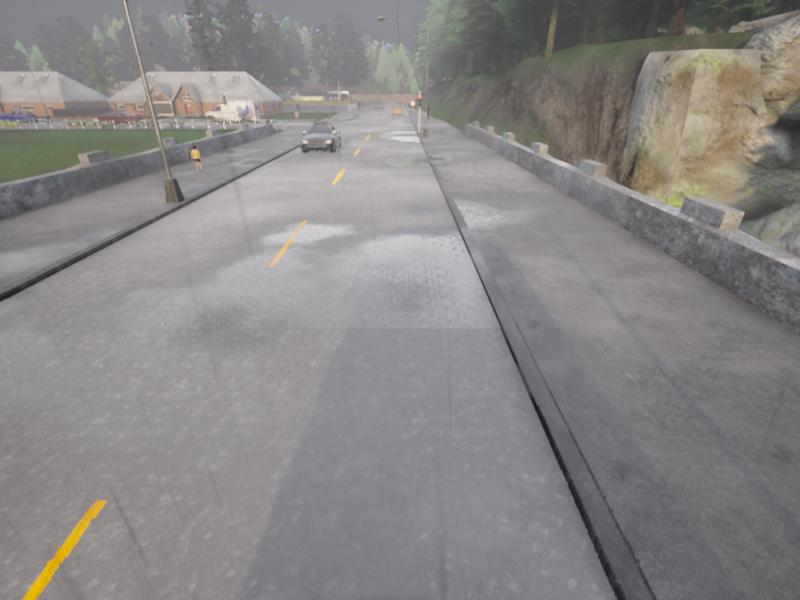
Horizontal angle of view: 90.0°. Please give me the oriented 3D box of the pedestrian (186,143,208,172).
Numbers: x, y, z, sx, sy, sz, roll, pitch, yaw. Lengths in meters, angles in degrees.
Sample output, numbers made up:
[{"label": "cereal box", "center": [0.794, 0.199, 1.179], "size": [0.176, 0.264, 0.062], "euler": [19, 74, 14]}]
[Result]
[{"label": "pedestrian", "center": [-8.555, -5.994, 16.857], "size": [0.500, 1.100, 0.500], "euler": [-4, 27, -8]}]

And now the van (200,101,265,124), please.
[{"label": "van", "center": [-19.665, -22.169, 47.253], "size": [6.366, 2.431, 2.351], "euler": [0, 27, -1]}]

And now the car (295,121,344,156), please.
[{"label": "car", "center": [-4.690, -9.807, 24.099], "size": [2.038, 1.542, 4.974], "euler": [-1, 27, -1]}]

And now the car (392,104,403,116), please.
[{"label": "car", "center": [-0.468, -31.379, 66.094], "size": [1.801, 1.575, 5.366], "euler": [0, 27, -1]}]

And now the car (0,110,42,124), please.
[{"label": "car", "center": [-45.480, -21.619, 47.286], "size": [4.193, 1.474, 1.816], "euler": [1, 27, 1]}]

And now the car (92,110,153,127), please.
[{"label": "car", "center": [-30.327, -19.912, 43.852], "size": [5.008, 1.535, 1.882], "euler": [0, 27, 1]}]

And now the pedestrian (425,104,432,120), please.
[{"label": "pedestrian", "center": [3.745, -24.735, 52.543], "size": [0.751, 1.860, 0.751], "euler": [1, 27, 2]}]
